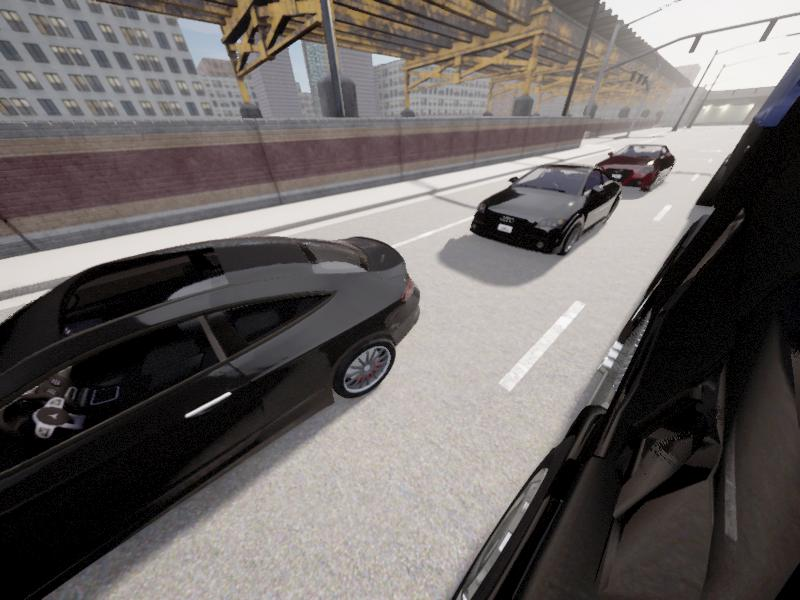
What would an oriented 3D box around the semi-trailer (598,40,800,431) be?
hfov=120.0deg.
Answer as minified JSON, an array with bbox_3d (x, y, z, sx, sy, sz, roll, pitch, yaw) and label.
[{"bbox_3d":[8.702,-3.580,4.257,14.254,4.402,2.717,-28,44,-30],"label":"semi-trailer"}]

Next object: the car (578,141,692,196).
[{"bbox_3d":[9.423,-5.419,9.265,4.181,1.385,1.994,-26,43,-29],"label":"car"}]

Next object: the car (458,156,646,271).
[{"bbox_3d":[3.595,-2.364,5.453,4.181,1.385,1.994,-28,43,-30],"label":"car"}]

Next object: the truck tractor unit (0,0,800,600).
[{"bbox_3d":[2.645,-0.295,0.351,6.516,4.208,3.053,-28,44,-30],"label":"truck tractor unit"}]

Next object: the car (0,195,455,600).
[{"bbox_3d":[-1.866,0.476,1.850,4.674,1.442,1.812,-28,44,-30],"label":"car"}]

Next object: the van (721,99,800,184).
[{"bbox_3d":[16.781,-7.061,10.105,5.915,2.561,1.988,-28,43,-30],"label":"van"}]
